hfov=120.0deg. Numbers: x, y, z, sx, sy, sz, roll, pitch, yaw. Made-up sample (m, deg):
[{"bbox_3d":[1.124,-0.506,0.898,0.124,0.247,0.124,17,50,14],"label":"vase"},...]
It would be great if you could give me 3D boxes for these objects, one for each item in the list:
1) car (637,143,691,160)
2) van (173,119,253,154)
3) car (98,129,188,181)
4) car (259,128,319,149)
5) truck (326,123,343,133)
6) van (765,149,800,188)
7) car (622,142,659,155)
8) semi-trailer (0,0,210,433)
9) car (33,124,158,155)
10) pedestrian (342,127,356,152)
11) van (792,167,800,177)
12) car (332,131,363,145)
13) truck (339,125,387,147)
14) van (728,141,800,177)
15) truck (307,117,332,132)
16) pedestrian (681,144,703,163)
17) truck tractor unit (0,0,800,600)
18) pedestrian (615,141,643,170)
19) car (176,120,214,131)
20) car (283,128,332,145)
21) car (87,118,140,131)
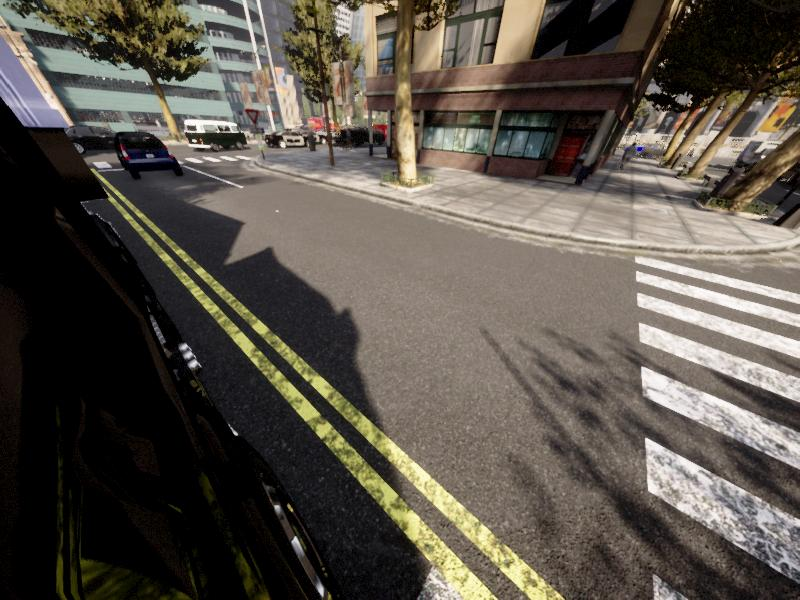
[{"bbox_3d":[38.816,-21.973,34.103,2.242,1.667,4.611,-20,43,-28],"label":"car"},{"bbox_3d":[-15.087,-13.559,19.120,2.069,2.038,4.480,11,38,11],"label":"van"},{"bbox_3d":[-11.781,-6.765,10.604,3.988,1.617,1.851,30,45,32],"label":"car"},{"bbox_3d":[-11.475,-17.044,24.344,1.930,1.638,5.238,28,44,30],"label":"car"},{"bbox_3d":[-22.027,-58.321,78.187,5.204,2.467,2.627,28,44,30],"label":"truck"},{"bbox_3d":[27.814,-8.764,15.438,2.069,2.038,4.480,28,43,30],"label":"van"},{"bbox_3d":[44.388,-28.047,42.707,4.514,1.525,2.007,28,44,30],"label":"car"},{"bbox_3d":[-9.219,-3.189,3.635,14.254,4.402,2.717,22,41,23],"label":"semi-trailer"},{"bbox_3d":[-20.278,-10.913,15.707,1.837,1.490,4.892,28,43,30],"label":"car"},{"bbox_3d":[-4.651,-14.616,21.052,0.751,1.860,0.751,-27,46,-33],"label":"pedestrian"},{"bbox_3d":[35.372,-10.905,18.359,1.988,2.561,5.915,28,43,30],"label":"van"},{"bbox_3d":[-7.339,-23.110,32.857,1.970,1.475,3.806,28,44,30],"label":"car"},{"bbox_3d":[-4.711,-21.888,30.873,2.390,2.098,6.274,28,44,30],"label":"truck"},{"bbox_3d":[34.992,-13.630,22.073,2.351,2.431,6.366,28,44,30],"label":"van"},{"bbox_3d":[-26.816,-58.569,77.079,8.468,3.827,2.891,26,42,27],"label":"truck"},{"bbox_3d":[36.032,-18.095,28.545,0.751,1.860,0.751,24,42,26],"label":"pedestrian"},{"bbox_3d":[-2.645,-0.295,0.351,6.516,4.208,3.053,28,44,30],"label":"truck tractor unit"},{"bbox_3d":[17.577,-11.123,17.792,0.751,1.860,0.751,27,43,29],"label":"pedestrian"},{"bbox_3d":[-39.574,-33.703,44.750,2.128,1.511,4.902,28,43,30],"label":"car"},{"bbox_3d":[-11.384,-20.384,28.817,1.930,1.638,5.238,28,43,30],"label":"car"},{"bbox_3d":[-43.803,-26.884,35.427,2.161,1.482,4.786,28,43,30],"label":"car"}]
